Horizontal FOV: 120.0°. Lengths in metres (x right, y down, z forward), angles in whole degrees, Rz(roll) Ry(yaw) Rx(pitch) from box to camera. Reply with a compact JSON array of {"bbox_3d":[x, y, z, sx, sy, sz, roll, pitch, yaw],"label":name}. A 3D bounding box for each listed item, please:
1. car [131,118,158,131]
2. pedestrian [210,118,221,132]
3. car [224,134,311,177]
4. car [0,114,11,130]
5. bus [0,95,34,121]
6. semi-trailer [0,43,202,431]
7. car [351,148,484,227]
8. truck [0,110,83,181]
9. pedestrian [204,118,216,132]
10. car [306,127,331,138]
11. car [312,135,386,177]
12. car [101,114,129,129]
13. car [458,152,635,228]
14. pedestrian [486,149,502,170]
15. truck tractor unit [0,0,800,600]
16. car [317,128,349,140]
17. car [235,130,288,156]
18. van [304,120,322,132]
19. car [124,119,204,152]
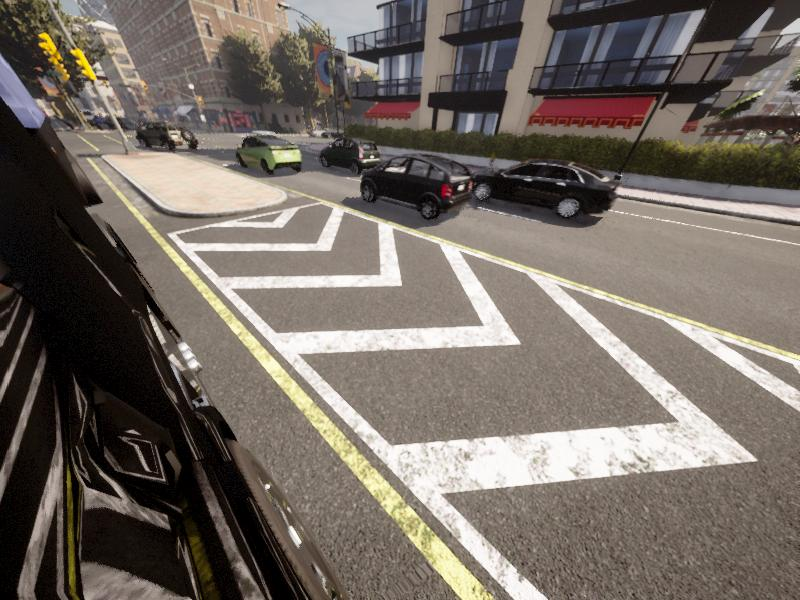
[{"bbox_3d":[-44.868,-30.835,40.526,4.974,1.542,2.038,28,44,30],"label":"car"},{"bbox_3d":[-32.167,-30.471,40.302,0.751,1.860,0.751,21,41,23],"label":"pedestrian"},{"bbox_3d":[-7.107,-7.834,12.351,4.514,1.525,2.007,28,44,30],"label":"car"},{"bbox_3d":[-49.651,-21.674,27.996,5.008,1.535,1.882,29,44,30],"label":"car"},{"bbox_3d":[-86.994,-42.888,51.544,10.273,4.253,3.944,28,44,30],"label":"bus"},{"bbox_3d":[-8.694,-3.617,4.219,14.254,4.402,2.717,28,44,30],"label":"semi-trailer"},{"bbox_3d":[0.394,-3.821,7.475,3.705,1.549,1.789,28,44,30],"label":"car"},{"bbox_3d":[-16.486,-6.811,9.929,6.274,2.098,2.390,28,44,30],"label":"truck"},{"bbox_3d":[-32.234,-29.638,39.187,0.751,1.860,0.751,31,45,33],"label":"pedestrian"},{"bbox_3d":[-14.633,-30.123,41.559,1.845,1.501,3.633,28,43,30],"label":"car"},{"bbox_3d":[-2.919,-8.367,13.271,3.988,1.617,1.851,28,44,30],"label":"car"},{"bbox_3d":[-47.687,-29.750,38.595,4.605,1.855,1.932,27,43,30],"label":"car"},{"bbox_3d":[4.827,-4.163,8.271,4.892,1.490,1.837,28,44,30],"label":"car"},{"bbox_3d":[6.031,-9.062,14.913,0.500,1.100,0.500,-21,43,-29],"label":"pedestrian"},{"bbox_3d":[-2.645,-0.295,0.351,6.516,4.208,3.053,28,44,30],"label":"truck tractor unit"},{"bbox_3d":[-11.557,-28.944,40.228,2.163,1.488,4.792,28,44,30],"label":"car"},{"bbox_3d":[-11.139,-12.706,18.622,3.806,1.475,1.970,28,44,30],"label":"car"},{"bbox_3d":[-27.111,-54.346,72.139,5.915,2.561,1.988,28,44,30],"label":"van"},{"bbox_3d":[-18.306,-12.844,17.997,4.605,1.855,1.932,15,38,16],"label":"car"}]
